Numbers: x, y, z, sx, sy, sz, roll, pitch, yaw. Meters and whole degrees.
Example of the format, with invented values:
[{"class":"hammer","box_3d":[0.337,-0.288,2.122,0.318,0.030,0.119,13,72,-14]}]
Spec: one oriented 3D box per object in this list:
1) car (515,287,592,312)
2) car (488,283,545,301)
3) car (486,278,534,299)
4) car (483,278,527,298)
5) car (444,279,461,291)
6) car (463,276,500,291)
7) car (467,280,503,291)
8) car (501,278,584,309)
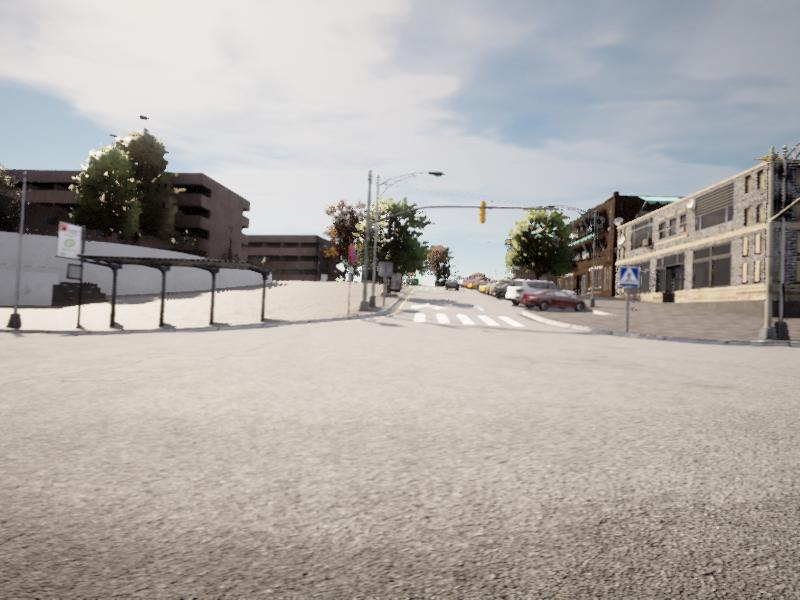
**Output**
[{"class":"car","box_3d":[10.739,-0.014,28.033,4.674,1.452,2.002,2,4,-16]},{"class":"car","box_3d":[11.654,-0.817,40.058,4.892,1.521,2.231,2,4,-16]},{"class":"car","box_3d":[11.794,-1.238,43.013,4.442,1.987,1.878,2,4,-16]},{"class":"car","box_3d":[12.024,-1.429,46.026,4.442,1.987,1.878,2,4,-16]},{"class":"car","box_3d":[7.802,-2.288,59.942,2.128,1.511,4.902,3,4,4]},{"class":"car","box_3d":[13.623,-2.794,67.111,5.566,2.045,2.435,2,4,-17]},{"class":"car","box_3d":[13.618,-2.347,64.178,5.366,1.575,1.946,2,4,-16]},{"class":"car","box_3d":[11.004,-0.495,31.031,5.566,2.045,2.435,2,4,-16]}]
